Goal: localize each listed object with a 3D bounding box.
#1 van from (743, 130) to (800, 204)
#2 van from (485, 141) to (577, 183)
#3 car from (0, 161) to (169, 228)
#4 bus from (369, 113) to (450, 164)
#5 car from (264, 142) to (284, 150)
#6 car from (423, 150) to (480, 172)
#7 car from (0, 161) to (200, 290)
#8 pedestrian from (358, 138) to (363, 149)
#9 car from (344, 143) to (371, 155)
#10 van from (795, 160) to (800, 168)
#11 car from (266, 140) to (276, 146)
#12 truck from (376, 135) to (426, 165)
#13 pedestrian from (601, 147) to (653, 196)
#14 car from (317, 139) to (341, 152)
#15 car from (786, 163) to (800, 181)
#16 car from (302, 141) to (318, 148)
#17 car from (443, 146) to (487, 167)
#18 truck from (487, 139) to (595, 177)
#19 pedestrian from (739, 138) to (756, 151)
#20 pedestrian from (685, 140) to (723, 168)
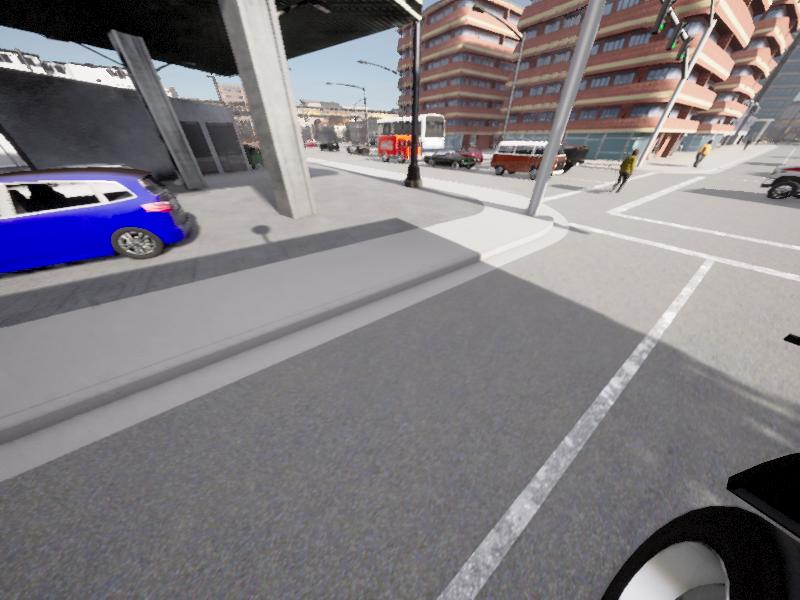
[{"bbox_3d":[17.647,-4.138,7.581,2.351,2.431,6.366,-9,36,-13],"label":"van"},{"bbox_3d":[8.287,-9.214,15.181,2.069,2.038,4.480,-23,41,-29],"label":"van"},{"bbox_3d":[-11.084,-3.861,8.093,3.806,1.475,1.970,-22,41,-28],"label":"car"},{"bbox_3d":[0.662,-19.482,27.896,3.944,4.253,10.273,-23,41,-28],"label":"bus"},{"bbox_3d":[-31.047,-37.937,56.767,3.806,1.475,1.970,-21,40,-27],"label":"car"},{"bbox_3d":[4.261,-12.142,20.009,1.895,1.301,4.718,-23,41,-29],"label":"car"},{"bbox_3d":[-7.165,-1.546,4.502,4.611,1.667,2.242,-22,41,-28],"label":"car"},{"bbox_3d":[-8.977,-35.491,52.377,0.751,1.860,0.751,-29,44,-34],"label":"pedestrian"},{"bbox_3d":[-6.994,-24.651,37.636,2.038,1.542,4.974,-23,41,-29],"label":"car"},{"bbox_3d":[36.403,-12.462,19.631,4.480,2.038,2.069,-22,40,-28],"label":"van"},{"bbox_3d":[-45.033,-54.698,80.520,1.801,1.575,5.366,-23,41,-29],"label":"car"},{"bbox_3d":[-0.027,-16.015,24.516,2.627,2.467,5.204,-23,41,-28],"label":"truck"},{"bbox_3d":[10.177,-5.813,10.455,0.751,1.860,0.751,-13,37,-17],"label":"pedestrian"},{"bbox_3d":[-13.928,-30.260,45.197,2.150,2.045,5.566,-24,42,-30],"label":"car"},{"bbox_3d":[26.723,-8.338,14.409,4.181,1.385,1.994,-20,40,-25],"label":"car"},{"bbox_3d":[-24.869,-43.053,63.976,3.806,1.475,1.970,-6,36,-7],"label":"car"},{"bbox_3d":[6.237,-14.108,22.586,1.845,1.501,3.633,-23,41,-29],"label":"car"},{"bbox_3d":[10.261,-10.977,17.621,2.390,2.098,6.274,-23,41,-29],"label":"truck"},{"bbox_3d":[57.626,-25.798,38.284,0.751,1.860,0.751,-24,41,-29],"label":"pedestrian"},{"bbox_3d":[23.772,-11.462,18.130,0.751,1.860,0.751,5,36,8],"label":"pedestrian"}]
